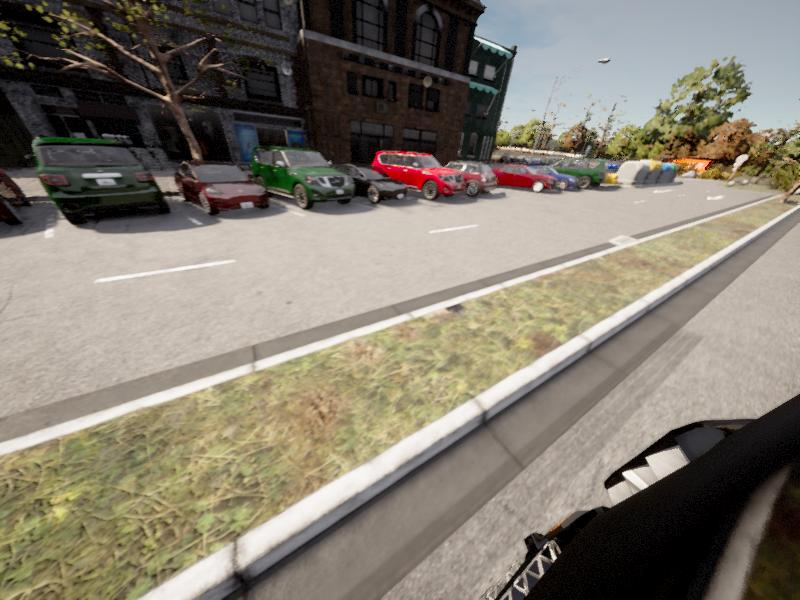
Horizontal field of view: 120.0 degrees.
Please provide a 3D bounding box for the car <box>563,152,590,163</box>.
[{"bbox_3d":[40.623,-32.916,53.263,2.007,1.525,4.514,-14,41,-26],"label":"car"}]

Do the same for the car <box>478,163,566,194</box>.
[{"bbox_3d":[8.628,-8.900,16.719,5.008,1.535,2.097,26,39,32],"label":"car"}]

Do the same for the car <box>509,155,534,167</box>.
[{"bbox_3d":[21.616,-24.668,41.013,2.231,1.521,4.892,27,39,32],"label":"car"}]

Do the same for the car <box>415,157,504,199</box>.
[{"bbox_3d":[3.432,-7.515,14.013,4.553,1.767,2.185,26,40,32],"label":"car"}]

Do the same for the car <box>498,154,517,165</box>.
[{"bbox_3d":[28.205,-36.860,60.499,2.435,2.045,5.566,27,38,31],"label":"car"}]

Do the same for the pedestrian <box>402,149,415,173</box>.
[{"bbox_3d":[0.801,-13.158,21.863,0.751,1.860,0.751,-17,38,-30],"label":"pedestrian"}]

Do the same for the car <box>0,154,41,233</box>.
[{"bbox_3d":[-12.206,-2.987,6.238,5.008,1.535,2.097,26,39,32],"label":"car"}]

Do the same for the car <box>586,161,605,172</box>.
[{"bbox_3d":[38.494,-26.156,45.412,2.231,1.521,4.892,28,38,31],"label":"car"}]

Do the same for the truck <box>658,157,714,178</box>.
[{"bbox_3d":[49.613,-23.060,40.208,2.627,2.467,5.204,-14,39,-26],"label":"truck"}]

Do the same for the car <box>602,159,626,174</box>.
[{"bbox_3d":[39.992,-24.884,43.126,2.435,2.045,5.566,27,38,32],"label":"car"}]

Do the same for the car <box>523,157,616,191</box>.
[{"bbox_3d":[13.853,-10.603,19.204,5.566,2.045,2.435,26,40,32],"label":"car"}]

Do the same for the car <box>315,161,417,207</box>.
[{"bbox_3d":[-1.778,-5.913,11.485,4.792,1.488,2.163,26,39,32],"label":"car"}]

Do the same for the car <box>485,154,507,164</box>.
[{"bbox_3d":[18.847,-27.678,45.391,1.946,1.575,5.366,27,39,32],"label":"car"}]

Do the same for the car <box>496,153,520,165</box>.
[{"bbox_3d":[20.161,-26.231,43.054,2.185,1.767,4.553,27,40,32],"label":"car"}]

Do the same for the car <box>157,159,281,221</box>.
[{"bbox_3d":[-6.980,-4.431,8.861,4.792,1.488,2.163,26,39,32],"label":"car"}]

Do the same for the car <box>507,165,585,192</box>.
[{"bbox_3d":[11.252,-9.607,18.048,4.674,1.452,2.002,26,39,32],"label":"car"}]

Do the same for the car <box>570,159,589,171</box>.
[{"bbox_3d":[37.001,-27.749,47.495,2.185,1.767,4.553,27,38,32],"label":"car"}]

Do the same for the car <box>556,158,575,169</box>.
[{"bbox_3d":[35.571,-29.266,49.705,2.185,1.767,4.553,28,38,31],"label":"car"}]

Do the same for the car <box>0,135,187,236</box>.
[{"bbox_3d":[-9.621,-3.945,7.422,5.566,2.045,2.435,26,40,32],"label":"car"}]

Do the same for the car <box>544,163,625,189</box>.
[{"bbox_3d":[16.350,-11.206,20.729,5.366,1.575,1.946,26,40,32],"label":"car"}]

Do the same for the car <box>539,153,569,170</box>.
[{"bbox_3d":[24.509,-21.936,36.604,2.435,2.045,5.566,27,40,32],"label":"car"}]

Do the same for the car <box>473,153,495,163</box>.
[{"bbox_3d":[17.291,-29.064,47.390,2.231,1.521,4.892,27,40,32],"label":"car"}]

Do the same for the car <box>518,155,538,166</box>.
[{"bbox_3d":[31.118,-33.843,56.114,2.435,2.045,5.566,28,38,31],"label":"car"}]

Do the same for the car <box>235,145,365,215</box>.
[{"bbox_3d":[-4.369,-5.410,10.024,5.566,2.045,2.435,26,39,32],"label":"car"}]

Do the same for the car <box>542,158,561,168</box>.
[{"bbox_3d":[34.089,-30.765,51.878,2.185,1.767,4.553,28,39,31],"label":"car"}]

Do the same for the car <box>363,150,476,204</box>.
[{"bbox_3d":[0.836,-6.890,12.647,5.566,2.045,2.435,26,39,32],"label":"car"}]

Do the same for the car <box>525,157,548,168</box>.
[{"bbox_3d":[23.061,-23.172,38.911,2.002,1.452,4.674,27,40,32],"label":"car"}]
